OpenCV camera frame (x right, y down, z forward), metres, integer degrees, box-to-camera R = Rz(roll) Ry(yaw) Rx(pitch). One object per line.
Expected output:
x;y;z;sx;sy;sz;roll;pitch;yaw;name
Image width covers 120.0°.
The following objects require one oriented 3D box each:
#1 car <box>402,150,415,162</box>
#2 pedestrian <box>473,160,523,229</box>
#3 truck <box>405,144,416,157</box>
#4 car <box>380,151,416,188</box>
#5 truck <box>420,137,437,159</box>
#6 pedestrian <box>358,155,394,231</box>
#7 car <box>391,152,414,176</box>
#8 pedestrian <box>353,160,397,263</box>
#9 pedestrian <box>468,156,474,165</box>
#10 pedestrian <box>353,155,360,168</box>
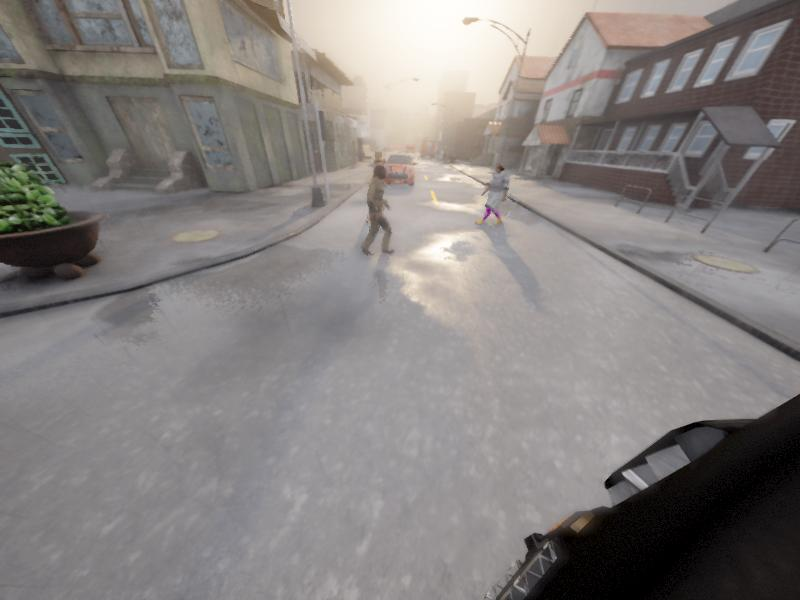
1.525;-25.296;40.395;2.038;1.542;4.974;3;34;1;car
3.006;-3.300;7.270;0.751;1.860;0.751;-4;34;-10;pedestrian
2.723;-38.250;58.991;2.627;2.467;5.204;3;34;1;truck
-0.023;-8.859;15.493;2.097;1.767;4.553;3;34;1;car
6.419;-35.129;53.343;2.891;3.827;8.468;3;34;1;truck
-0.664;-3.114;6.761;0.751;1.860;0.751;12;35;14;pedestrian
0.311;-12.425;21.013;1.851;1.617;3.988;3;34;1;car
-0.462;-1.808;4.825;0.751;1.860;0.751;2;34;-1;pedestrian
10.361;-20.445;33.860;0.500;1.100;0.500;-1;34;-6;pedestrian
-4.362;-13.939;23.207;0.500;1.100;0.500;4;34;2;pedestrian
